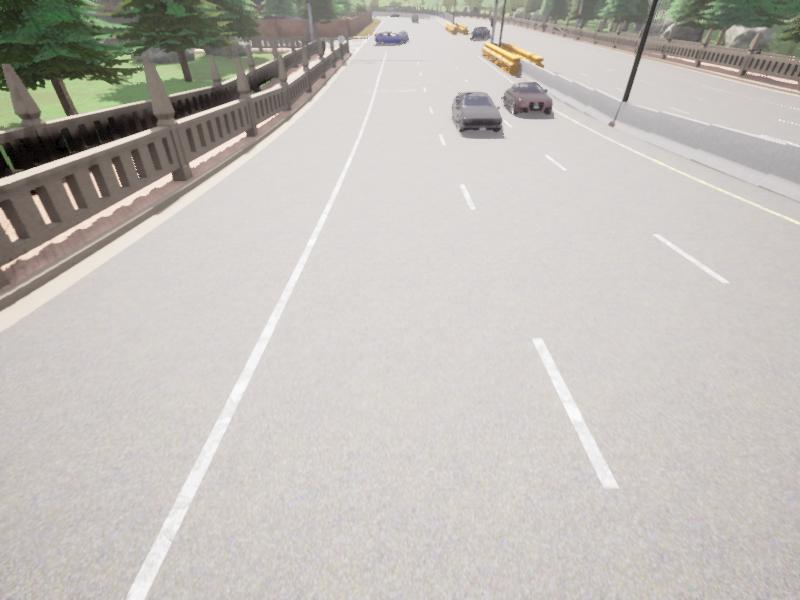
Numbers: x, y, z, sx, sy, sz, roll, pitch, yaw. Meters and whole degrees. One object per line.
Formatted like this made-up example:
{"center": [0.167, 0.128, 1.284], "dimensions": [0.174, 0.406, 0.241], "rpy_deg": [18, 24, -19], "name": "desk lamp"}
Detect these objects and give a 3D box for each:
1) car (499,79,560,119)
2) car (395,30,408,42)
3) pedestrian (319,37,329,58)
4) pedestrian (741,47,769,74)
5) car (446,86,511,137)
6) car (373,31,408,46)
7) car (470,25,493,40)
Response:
{"center": [7.012, -11.203, 22.117], "dimensions": [1.994, 1.385, 4.181], "rpy_deg": [0, 35, 0], "name": "car"}
{"center": [0.225, -40.569, 61.418], "dimensions": [1.994, 1.385, 4.181], "rpy_deg": [0, 37, 0], "name": "car"}
{"center": [-8.000, -26.523, 42.037], "dimensions": [0.751, 1.860, 0.751], "rpy_deg": [1, 37, 2], "name": "pedestrian"}
{"center": [29.258, -19.737, 32.997], "dimensions": [0.751, 1.860, 0.751], "rpy_deg": [0, 37, 0], "name": "pedestrian"}
{"center": [3.510, -9.051, 18.968], "dimensions": [2.033, 1.411, 5.357], "rpy_deg": [0, 34, 0], "name": "car"}
{"center": [-1.322, -36.840, 56.329], "dimensions": [4.514, 1.525, 2.007], "rpy_deg": [-7, 38, -9], "name": "car"}
{"center": [13.142, -43.013, 64.308], "dimensions": [2.097, 1.767, 4.553], "rpy_deg": [16, 40, 21], "name": "car"}
